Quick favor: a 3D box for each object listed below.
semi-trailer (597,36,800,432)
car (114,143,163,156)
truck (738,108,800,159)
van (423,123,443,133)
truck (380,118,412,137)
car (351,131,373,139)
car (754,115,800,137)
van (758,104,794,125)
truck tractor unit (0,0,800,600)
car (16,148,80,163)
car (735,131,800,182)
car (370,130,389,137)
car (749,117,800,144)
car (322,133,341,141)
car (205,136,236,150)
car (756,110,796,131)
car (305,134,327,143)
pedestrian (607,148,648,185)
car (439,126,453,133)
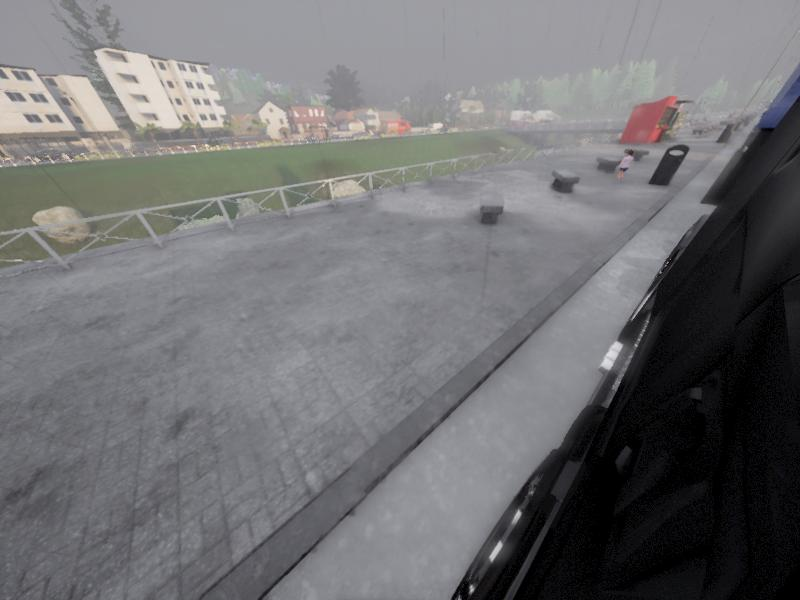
[{"bbox_3d":[8.734,-3.590,4.179,14.254,4.402,2.717,-28,44,-29],"label":"semi-trailer"},{"bbox_3d":[-44.295,-25.583,39.285,5.357,1.411,2.033,-28,44,-29],"label":"car"},{"bbox_3d":[22.924,-9.936,13.611,6.274,2.098,2.390,-27,43,-29],"label":"truck"},{"bbox_3d":[10.395,-54.659,73.483,6.366,2.431,2.351,-28,44,-29],"label":"van"},{"bbox_3d":[-0.884,-46.206,61.832,8.468,3.827,2.891,-28,44,-29],"label":"truck"},{"bbox_3d":[-9.300,-40.843,57.213,4.792,1.488,2.163,-28,44,-29],"label":"car"},{"bbox_3d":[36.342,-16.801,22.295,5.366,1.575,1.801,-27,43,-29],"label":"car"},{"bbox_3d":[61.258,-30.277,37.739,5.915,2.561,1.988,-28,44,-29],"label":"van"},{"bbox_3d":[2.645,-0.295,0.351,6.516,4.208,3.053,-28,44,-30],"label":"truck tractor unit"},{"bbox_3d":[-51.968,-21.514,34.296,4.892,1.490,1.837,-27,43,-28],"label":"car"},{"bbox_3d":[15.894,-5.945,9.403,4.181,1.385,1.994,-27,44,-30],"label":"car"},{"bbox_3d":[-5.547,-45.925,63.696,4.892,1.490,1.837,-28,44,-29],"label":"car"},{"bbox_3d":[30.542,-13.688,18.592,4.902,1.511,2.128,-27,43,-29],"label":"car"},{"bbox_3d":[-16.812,-39.979,56.623,3.806,1.475,1.970,-28,44,-29],"label":"car"},{"bbox_3d":[-32.806,-28.693,42.260,3.866,1.878,1.905,-28,44,-29],"label":"car"},{"bbox_3d":[47.374,-22.711,29.172,4.605,1.855,1.932,-28,44,-29],"label":"car"},{"bbox_3d":[-18.630,-35.955,51.330,4.193,1.474,1.816,-28,43,-29],"label":"car"},{"bbox_3d":[8.322,-4.915,8.506,0.500,1.100,0.500,2,37,6],"label":"pedestrian"},{"bbox_3d":[14.449,-53.297,72.170,3.988,1.617,1.851,-28,44,-29],"label":"car"}]
